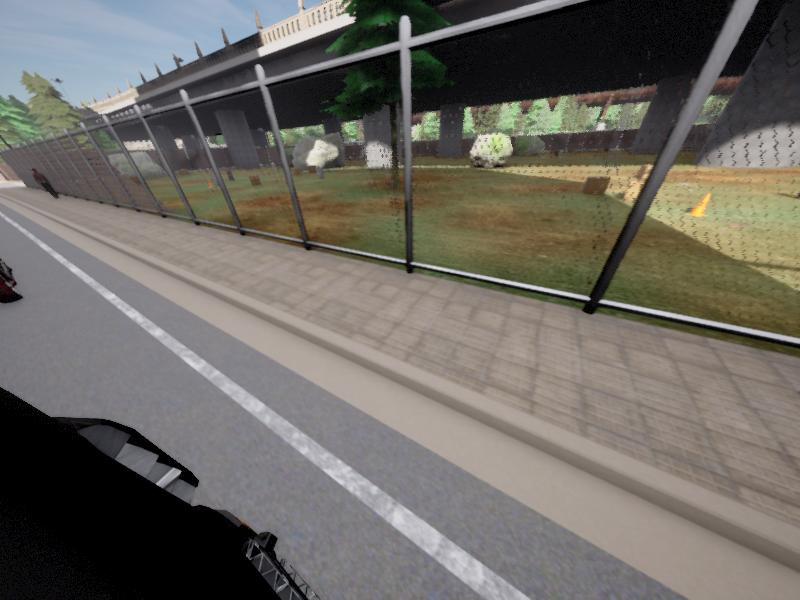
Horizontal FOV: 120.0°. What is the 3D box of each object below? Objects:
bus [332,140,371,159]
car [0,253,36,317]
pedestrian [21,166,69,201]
[{"bbox_3d":[-14.608,-45.768,70.163,10.273,4.253,3.944,-16,36,-19],"label":"bus"},{"bbox_3d":[-9.073,-0.516,4.122,4.181,1.385,1.994,16,38,26],"label":"car"},{"bbox_3d":[-22.628,-7.439,14.753,0.751,1.860,0.751,14,37,23],"label":"pedestrian"}]
